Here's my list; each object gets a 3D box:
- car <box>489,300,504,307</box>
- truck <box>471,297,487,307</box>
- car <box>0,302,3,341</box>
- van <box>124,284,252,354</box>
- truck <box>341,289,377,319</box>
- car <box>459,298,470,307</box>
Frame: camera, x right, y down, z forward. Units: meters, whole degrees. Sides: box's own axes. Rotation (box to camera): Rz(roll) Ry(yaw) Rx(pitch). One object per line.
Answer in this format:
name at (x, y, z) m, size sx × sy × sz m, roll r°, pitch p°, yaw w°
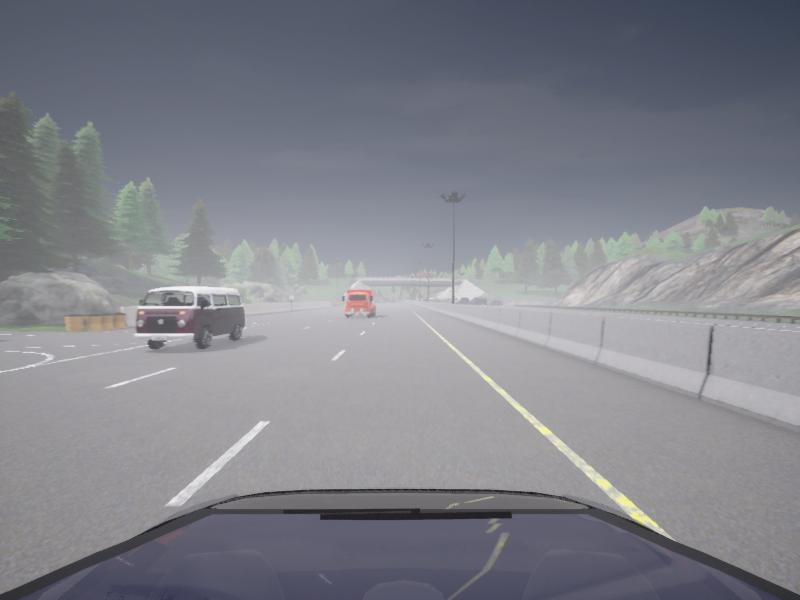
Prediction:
car at (20.986, 0.769, 87.389) m, size 2.128 × 1.511 × 4.902 m, roll 0°, pitch 0°, yaw 0°
truck at (17.486, 0.438, 88.754) m, size 2.390 × 2.098 × 6.274 m, roll 0°, pitch 0°, yaw 0°
car at (-17.922, 0.716, 14.593) m, size 4.892 × 1.490 × 1.837 m, roll 3°, pitch 0°, yaw -2°
van at (-6.999, 0.557, 13.883) m, size 2.069 × 2.038 × 4.480 m, roll 0°, pitch 0°, yaw 0°
truck at (-3.505, 0.316, 35.136) m, size 2.627 × 2.467 × 5.204 m, roll 0°, pitch 0°, yaw 0°
car at (13.987, 0.556, 87.105) m, size 1.905 × 1.878 × 3.866 m, roll 0°, pitch 0°, yaw 0°
